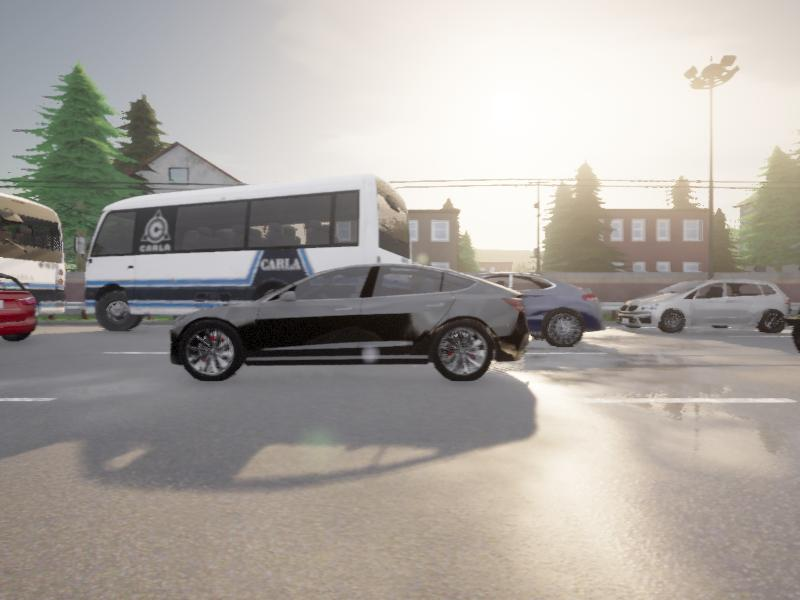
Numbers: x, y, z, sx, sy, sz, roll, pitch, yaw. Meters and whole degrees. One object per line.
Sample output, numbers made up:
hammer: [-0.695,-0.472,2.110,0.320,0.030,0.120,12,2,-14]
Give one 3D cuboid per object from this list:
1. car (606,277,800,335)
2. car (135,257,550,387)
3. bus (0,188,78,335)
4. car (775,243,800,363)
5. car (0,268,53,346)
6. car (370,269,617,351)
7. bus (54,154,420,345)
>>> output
car: [9.434,0.166,12.698,4.611,1.667,2.242,0,0,0]
car: [-0.664,0.251,5.699,4.792,1.488,2.163,0,0,0]
bus: [-16.681,-1.146,12.395,10.273,4.253,3.944,0,0,1]
car: [8.177,0.053,5.700,3.866,1.878,1.905,0,0,0]
car: [-10.799,0.147,8.918,4.611,1.667,2.242,0,0,10]
car: [1.973,0.183,9.397,5.027,1.651,2.152,0,0,6]
bus: [-4.885,-1.135,12.351,10.273,4.253,3.944,0,-1,18]
